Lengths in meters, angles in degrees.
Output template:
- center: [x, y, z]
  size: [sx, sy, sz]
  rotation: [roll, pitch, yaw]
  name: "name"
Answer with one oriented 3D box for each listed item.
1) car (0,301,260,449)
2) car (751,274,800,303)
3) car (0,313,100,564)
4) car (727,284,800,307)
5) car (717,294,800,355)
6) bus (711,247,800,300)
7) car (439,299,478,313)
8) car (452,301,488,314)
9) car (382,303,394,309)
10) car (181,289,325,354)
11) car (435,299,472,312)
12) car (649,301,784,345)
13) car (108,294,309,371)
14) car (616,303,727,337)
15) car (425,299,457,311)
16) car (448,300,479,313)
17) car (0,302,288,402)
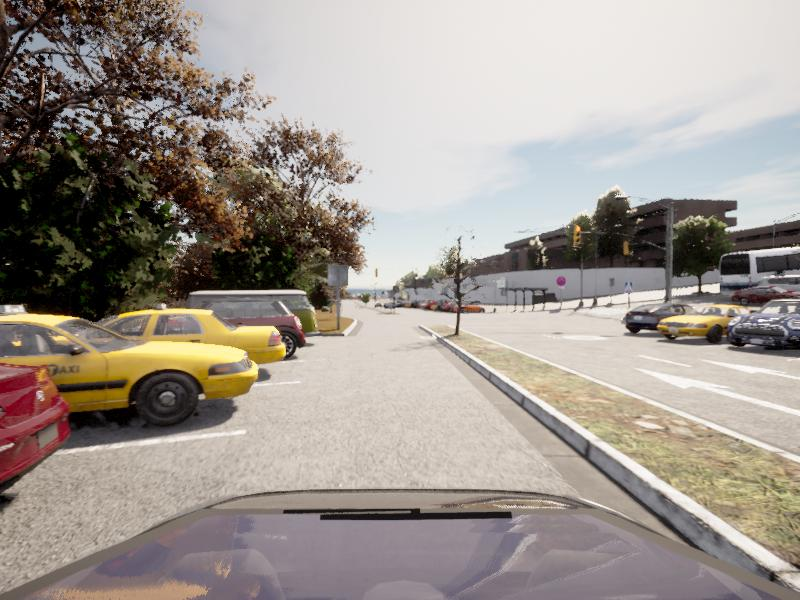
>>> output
- center: [-4.723, 0.843, 5.258]
  size: [5.366, 1.575, 1.946]
  rotation: [-1, 0, -21]
  name: "car"
- center: [31.352, -0.925, 31.061]
  size: [2.435, 2.045, 5.566]
  rotation: [-6, 3, -27]
  name: "car"
- center: [-4.831, 0.879, 2.225]
  size: [4.674, 1.452, 2.002]
  rotation: [-1, 0, -21]
  name: "car"
- center: [28.380, -0.351, 30.699]
  size: [2.002, 1.452, 4.674]
  rotation: [-6, 3, -27]
  name: "car"
- center: [13.214, 0.728, 13.320]
  size: [4.553, 1.767, 2.185]
  rotation: [1, 0, -22]
  name: "car"
- center: [35.163, -2.622, 36.968]
  size: [10.273, 4.253, 3.944]
  rotation: [-6, 2, -8]
  name: "bus"
- center: [9.214, 0.929, 63.014]
  size: [5.566, 2.045, 2.435]
  rotation: [1, 0, -28]
  name: "car"
- center: [9.968, 1.049, 57.047]
  size: [4.553, 1.767, 2.185]
  rotation: [1, 0, -27]
  name: "car"
- center: [-2.739, 1.326, 90.506]
  size: [2.033, 1.411, 5.357]
  rotation: [0, 0, -8]
  name: "car"
- center: [-5.068, 0.650, 14.112]
  size: [4.442, 1.987, 1.878]
  rotation: [-1, 0, -22]
  name: "car"
- center: [8.860, 0.933, 66.031]
  size: [5.566, 2.045, 2.435]
  rotation: [1, 0, -28]
  name: "car"
- center: [12.893, 0.856, 16.255]
  size: [5.366, 1.575, 1.946]
  rotation: [1, 0, -23]
  name: "car"
- center: [-5.030, 0.742, 11.118]
  size: [4.553, 1.767, 2.185]
  rotation: [-1, 0, -22]
  name: "car"
- center: [13.112, 0.905, 19.308]
  size: [4.792, 1.488, 2.163]
  rotation: [1, 0, -23]
  name: "car"
- center: [7.625, 0.944, 74.959]
  size: [5.566, 2.045, 2.435]
  rotation: [1, 0, -28]
  name: "car"
- center: [9.525, 0.951, 59.992]
  size: [4.442, 1.987, 1.878]
  rotation: [1, 0, -28]
  name: "car"
- center: [-5.141, 0.857, 8.078]
  size: [5.366, 1.575, 1.946]
  rotation: [-1, 0, -21]
  name: "car"
